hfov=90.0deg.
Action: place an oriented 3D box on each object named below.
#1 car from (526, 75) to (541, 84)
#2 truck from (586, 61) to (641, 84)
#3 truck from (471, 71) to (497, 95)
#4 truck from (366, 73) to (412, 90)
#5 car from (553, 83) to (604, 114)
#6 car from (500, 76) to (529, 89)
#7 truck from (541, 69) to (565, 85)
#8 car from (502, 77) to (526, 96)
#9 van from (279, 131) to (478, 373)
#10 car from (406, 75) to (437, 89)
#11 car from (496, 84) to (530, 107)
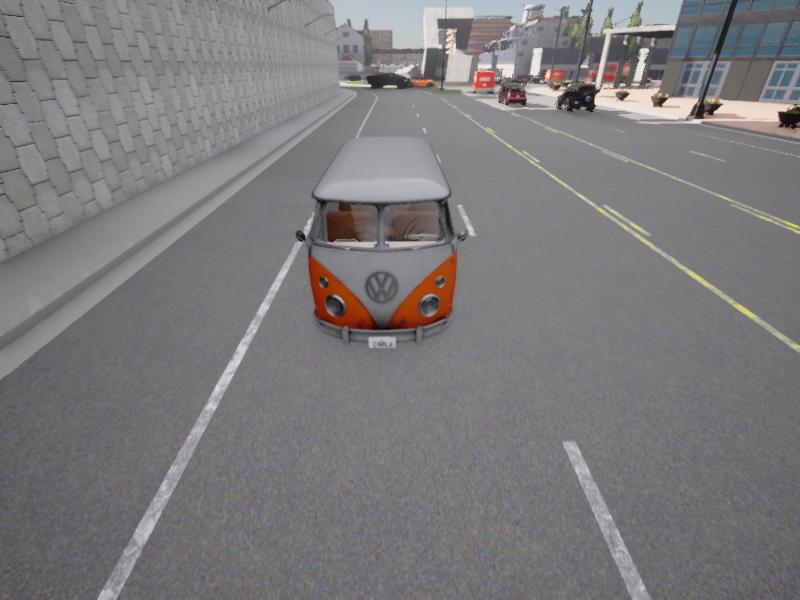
[{"bbox_3d":[25.625,-42.393,76.872,1.789,1.549,3.705,1,30,2],"label":"car"},{"bbox_3d":[42.304,-45.338,79.686,8.468,3.827,2.891,3,31,6],"label":"truck"},{"bbox_3d":[10.403,-27.148,49.947,2.627,2.467,5.204,3,31,5],"label":"truck"},{"bbox_3d":[-1.648,-32.469,59.357,6.274,2.098,2.390,10,32,16],"label":"truck"},{"bbox_3d":[13.464,-15.415,30.463,1.905,1.878,3.866,0,30,-1],"label":"car"},{"bbox_3d":[18.851,-35.671,65.610,2.152,1.651,5.027,26,39,37],"label":"car"},{"bbox_3d":[29.080,-42.522,76.202,2.627,2.467,5.204,1,30,2],"label":"truck"},{"bbox_3d":[13.757,-26.032,48.614,1.932,1.855,4.605,3,30,5],"label":"car"},{"bbox_3d":[-0.217,-1.150,5.991,1.775,1.987,4.442,0,30,-1],"label":"van"},{"bbox_3d":[3.264,-33.540,61.506,4.553,1.767,2.097,4,31,6],"label":"car"},{"bbox_3d":[9.904,-18.136,35.387,1.851,1.617,3.988,0,30,-1],"label":"car"}]
